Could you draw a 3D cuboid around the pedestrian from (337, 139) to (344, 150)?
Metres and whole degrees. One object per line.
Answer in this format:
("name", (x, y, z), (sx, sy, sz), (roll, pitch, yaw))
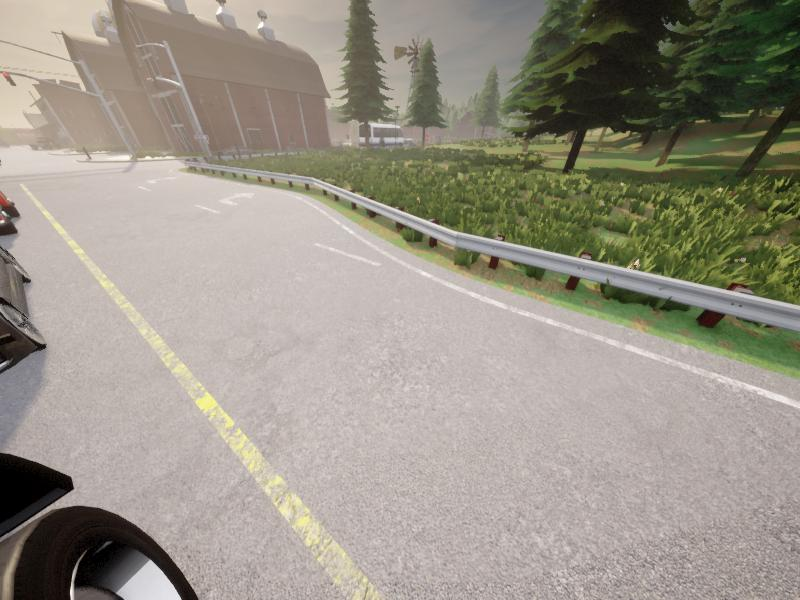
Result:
("pedestrian", (-11.513, -30.036, 44.629), (0.751, 1.860, 0.751), (14, 37, 18))

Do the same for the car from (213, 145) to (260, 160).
("car", (-20.544, -18.655, 29.132), (1.994, 1.385, 4.181), (22, 41, 28))

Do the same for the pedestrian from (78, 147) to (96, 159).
("pedestrian", (-33.736, -15.818, 24.888), (0.500, 1.100, 0.500), (1, 35, 1))

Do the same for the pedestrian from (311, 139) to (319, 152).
("pedestrian", (-15.037, -27.370, 40.816), (0.751, 1.860, 0.751), (22, 40, 27))

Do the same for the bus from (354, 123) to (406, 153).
("bus", (-3.311, -30.539, 43.632), (3.944, 4.253, 10.273), (22, 41, 28))

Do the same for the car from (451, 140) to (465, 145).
("car", (22.830, -61.999, 90.865), (5.008, 1.535, 1.882), (22, 41, 28))

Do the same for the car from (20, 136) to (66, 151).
("car", (-65.221, -28.693, 42.300), (3.866, 1.878, 1.905), (-6, 41, -6))

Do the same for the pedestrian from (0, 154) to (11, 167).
("pedestrian", (-34.379, -12.290, 19.479), (0.751, 1.860, 0.751), (21, 40, 26))

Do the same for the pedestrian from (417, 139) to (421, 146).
("pedestrian", (5.570, -45.234, 66.340), (0.751, 1.860, 0.751), (-24, 42, -31))

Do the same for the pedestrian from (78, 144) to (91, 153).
("pedestrian", (-44.825, -21.548, 32.837), (0.500, 1.100, 0.500), (-16, 38, -22))

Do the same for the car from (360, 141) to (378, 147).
("car", (-8.923, -44.679, 66.097), (4.902, 1.511, 2.128), (21, 40, 27))

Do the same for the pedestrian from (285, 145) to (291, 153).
("pedestrian", (-17.889, -24.184, 36.930), (0.500, 1.100, 0.500), (24, 41, 29))

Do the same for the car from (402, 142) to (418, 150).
("car", (2.199, -33.822, 50.699), (1.845, 1.501, 3.633), (22, 41, 28))

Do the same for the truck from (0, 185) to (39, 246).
("truck", (-12.584, -2.885, 5.778), (5.204, 2.467, 2.627), (22, 40, 27))

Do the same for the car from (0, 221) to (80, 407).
("car", (-6.372, -0.094, 2.713), (4.902, 1.511, 2.128), (22, 41, 28))
